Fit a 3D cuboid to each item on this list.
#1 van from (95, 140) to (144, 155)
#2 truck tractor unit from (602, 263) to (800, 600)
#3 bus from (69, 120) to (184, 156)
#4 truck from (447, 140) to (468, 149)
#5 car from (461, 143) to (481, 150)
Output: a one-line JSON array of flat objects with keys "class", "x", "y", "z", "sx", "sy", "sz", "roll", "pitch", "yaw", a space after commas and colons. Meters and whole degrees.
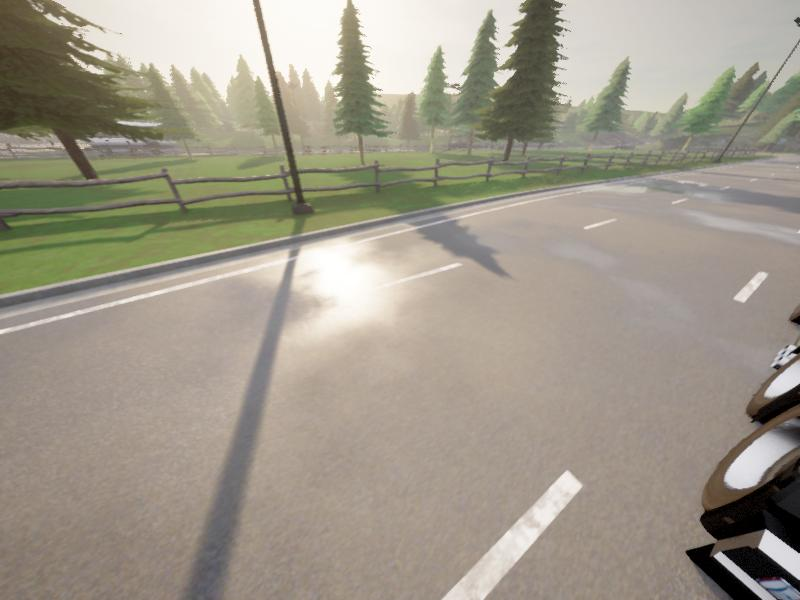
[{"class": "van", "x": -46.309, "y": -25.335, "z": 38.269, "sx": 4.442, "sy": 1.987, "sz": 1.775, "roll": -18, "pitch": 39, "yaw": -24}, {"class": "truck tractor unit", "x": 5.114, "y": -0.296, "z": 0.787, "sx": 6.516, "sy": 4.208, "sz": 3.053, "roll": -18, "pitch": 39, "yaw": -24}, {"class": "bus", "x": -41.819, "y": -25.329, "z": 36.318, "sx": 10.273, "sy": 4.253, "sz": 3.944, "roll": -18, "pitch": 39, "yaw": -24}, {"class": "truck", "x": 17.900, "y": -48.406, "z": 71.923, "sx": 6.274, "sy": 2.098, "sz": 2.390, "roll": -18, "pitch": 39, "yaw": -24}, {"class": "car", "x": 20.510, "y": -44.453, "z": 66.669, "sx": 5.238, "sy": 1.638, "sz": 1.930, "roll": -18, "pitch": 39, "yaw": -24}]
